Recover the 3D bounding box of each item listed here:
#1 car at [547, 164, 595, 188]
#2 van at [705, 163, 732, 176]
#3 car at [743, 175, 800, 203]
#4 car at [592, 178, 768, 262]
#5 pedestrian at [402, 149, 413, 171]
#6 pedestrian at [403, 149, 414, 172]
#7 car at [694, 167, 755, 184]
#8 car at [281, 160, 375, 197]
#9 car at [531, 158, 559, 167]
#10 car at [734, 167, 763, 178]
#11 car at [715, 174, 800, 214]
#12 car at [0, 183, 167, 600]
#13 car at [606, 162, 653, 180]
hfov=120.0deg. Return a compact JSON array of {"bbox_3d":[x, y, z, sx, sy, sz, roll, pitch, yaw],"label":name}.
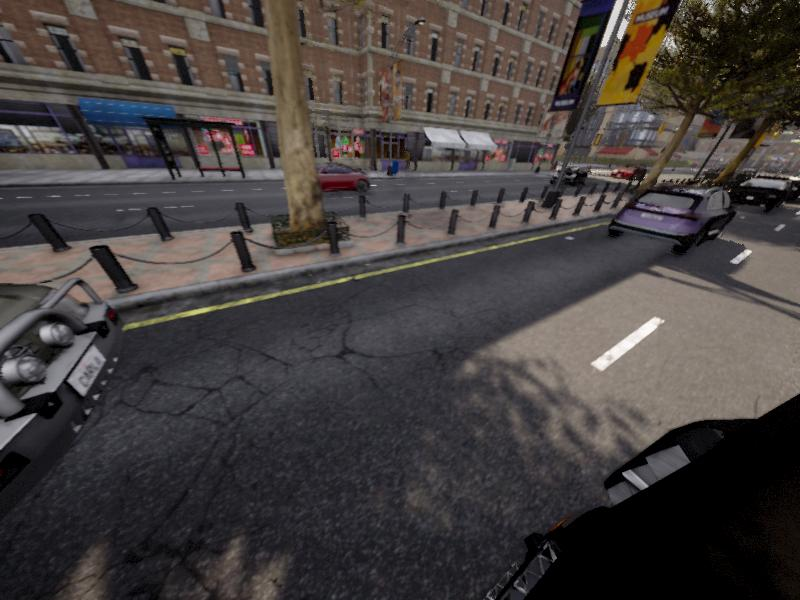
[{"bbox_3d":[14.588,-10.641,19.707,3.806,1.475,1.970,-24,42,-34],"label":"car"},{"bbox_3d":[62.974,-25.836,45.634,4.442,1.987,1.775,-16,38,-26],"label":"van"},{"bbox_3d":[28.063,-8.243,17.070,3.806,1.475,1.970,-14,37,-24],"label":"car"},{"bbox_3d":[8.794,-2.772,7.299,4.856,1.649,2.033,-16,38,-26],"label":"car"},{"bbox_3d":[0.724,-14.010,23.114,0.751,1.860,0.751,-8,35,-16],"label":"pedestrian"},{"bbox_3d":[0.813,-13.625,22.540,0.751,1.860,0.751,-8,35,-16],"label":"pedestrian"},{"bbox_3d":[43.309,-16.829,31.090,1.837,1.490,4.892,8,34,6],"label":"car"},{"bbox_3d":[-3.679,-6.433,12.146,4.181,1.385,1.994,-16,38,-26],"label":"car"},{"bbox_3d":[31.132,-29.619,49.655,1.895,1.301,4.718,-16,38,-26],"label":"car"},{"bbox_3d":[66.777,-24.550,44.283,5.238,1.638,1.930,-16,38,-26],"label":"car"},{"bbox_3d":[21.426,-6.407,13.675,5.238,1.638,1.930,-16,38,-26],"label":"car"},{"bbox_3d":[-4.309,0.885,0.611,4.605,1.855,1.932,-16,38,-26],"label":"car"},{"bbox_3d":[27.791,-15.600,27.955,4.611,1.667,2.242,-16,38,-26],"label":"car"}]
